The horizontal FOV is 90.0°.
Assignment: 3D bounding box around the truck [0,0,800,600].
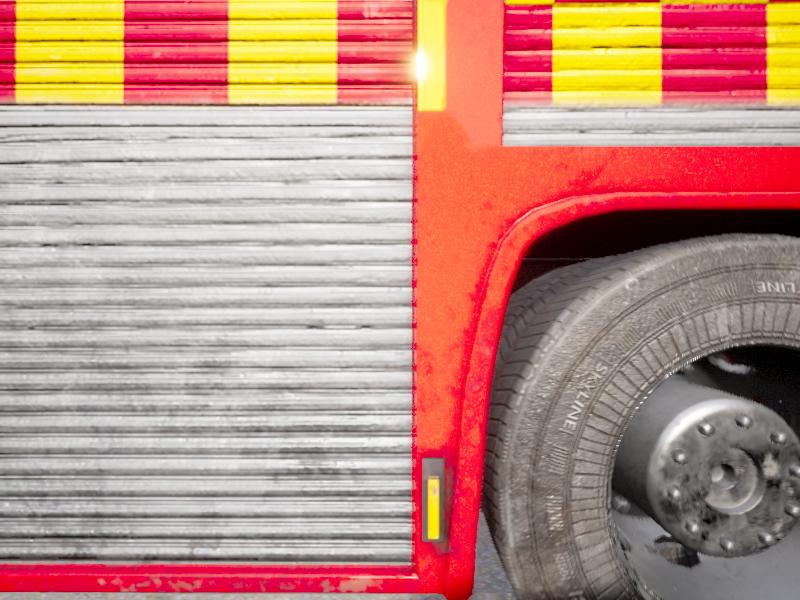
[{"bbox_3d":[-1.645,-0.919,2.212,8.468,3.827,2.891,0,0,0],"label":"truck"}]
